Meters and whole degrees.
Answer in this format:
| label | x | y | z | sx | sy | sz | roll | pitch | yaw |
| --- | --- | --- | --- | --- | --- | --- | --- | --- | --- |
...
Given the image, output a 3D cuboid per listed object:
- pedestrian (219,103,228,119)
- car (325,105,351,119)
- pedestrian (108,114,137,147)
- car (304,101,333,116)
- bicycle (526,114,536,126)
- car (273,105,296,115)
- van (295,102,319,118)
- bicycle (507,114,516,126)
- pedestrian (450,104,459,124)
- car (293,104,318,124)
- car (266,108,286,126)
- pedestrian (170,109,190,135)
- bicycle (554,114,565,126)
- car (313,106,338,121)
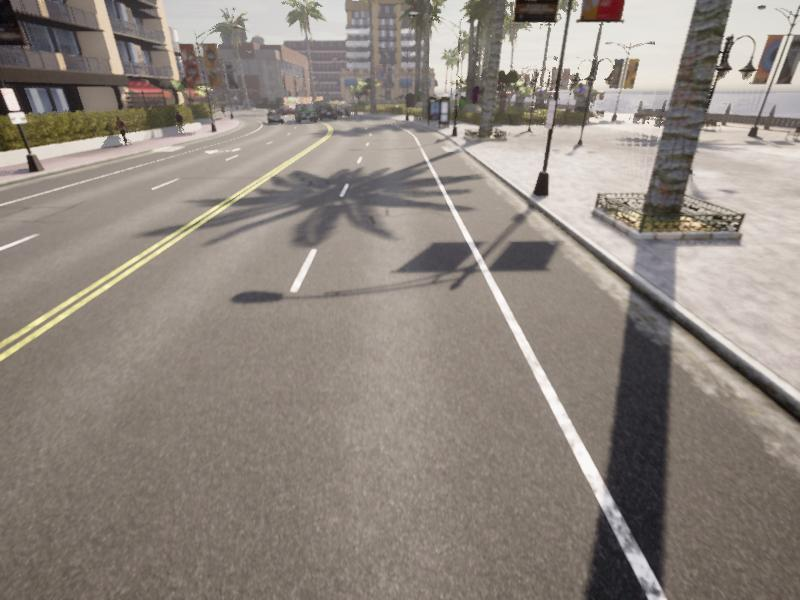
| label | x | y | z | sx | sy | sz | roll | pitch | yaw |
| --- | --- | --- | --- | --- | --- | --- | --- | --- | --- |
| pedestrian | -23.790 | -25.468 | 53.924 | 0.751 | 1.860 | 0.751 | -16 | 31 | -27 |
| car | -9.171 | -27.940 | 59.256 | 2.152 | 1.651 | 5.027 | -14 | 30 | -24 |
| pedestrian | -17.186 | -10.529 | 24.820 | 0.751 | 1.860 | 0.751 | 0 | 27 | 1 |
| car | -13.515 | -31.619 | 65.991 | 2.150 | 2.045 | 5.566 | -20 | 33 | -33 |
| bicycle | 13.422 | -18.545 | 41.143 | 0.373 | 1.024 | 1.643 | -1 | 27 | -1 |
| car | -19.765 | -32.486 | 68.438 | 1.994 | 1.385 | 4.181 | -22 | 34 | -36 |
| van | -14.251 | -29.113 | 61.179 | 1.775 | 1.987 | 4.442 | -17 | 31 | -29 |
| bicycle | 11.410 | -18.513 | 41.098 | 0.373 | 1.024 | 1.643 | -1 | 27 | -1 |
| pedestrian | 5.823 | -19.894 | 42.838 | 0.751 | 1.860 | 0.751 | -4 | 28 | -8 |
| car | -11.288 | -22.228 | 47.708 | 2.150 | 2.045 | 5.566 | -9 | 28 | -16 |
| car | -14.155 | -20.868 | 45.563 | 1.851 | 1.617 | 3.988 | -8 | 28 | -15 |
| pedestrian | -17.654 | -14.282 | 32.122 | 0.751 | 1.860 | 0.751 | -2 | 27 | -2 |
| bicycle | 16.438 | -18.593 | 41.211 | 0.373 | 1.024 | 1.643 | -1 | 27 | -1 |
| car | -10.024 | -25.008 | 53.512 | 2.242 | 1.667 | 4.611 | -11 | 29 | -20 |
